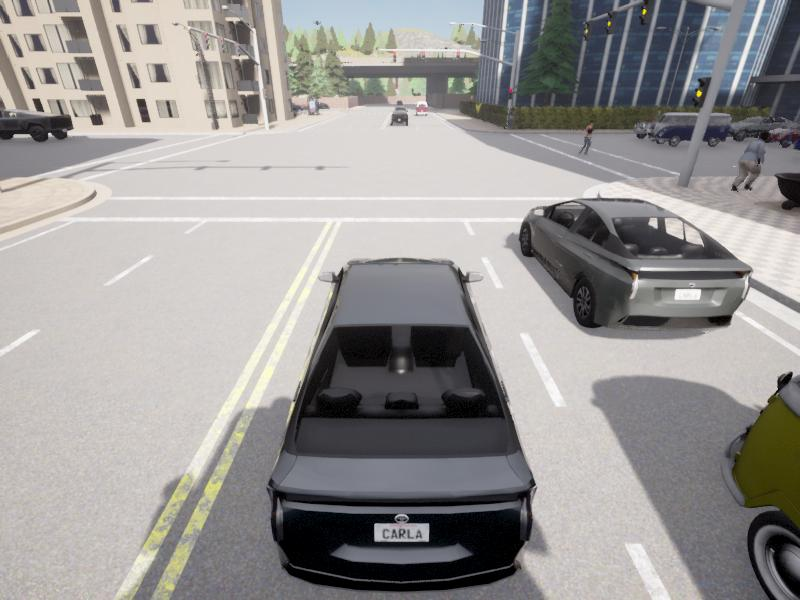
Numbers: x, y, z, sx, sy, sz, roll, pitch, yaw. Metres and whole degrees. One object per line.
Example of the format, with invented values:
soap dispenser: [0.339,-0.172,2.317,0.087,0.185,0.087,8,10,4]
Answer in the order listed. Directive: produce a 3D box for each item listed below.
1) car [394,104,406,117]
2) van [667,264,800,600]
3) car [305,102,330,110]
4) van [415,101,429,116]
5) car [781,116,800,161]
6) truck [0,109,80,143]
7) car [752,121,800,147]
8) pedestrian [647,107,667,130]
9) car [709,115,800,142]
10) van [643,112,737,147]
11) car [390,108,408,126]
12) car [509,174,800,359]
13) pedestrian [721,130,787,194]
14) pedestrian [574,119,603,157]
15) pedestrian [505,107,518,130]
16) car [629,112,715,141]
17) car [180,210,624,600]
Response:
car: [-0.005,-30.434,64.145,1.930,1.638,5.238,0,27,0]
van: [3.189,1.671,1.195,1.775,1.987,4.442,2,27,3]
car: [-17.781,-41.839,86.403,4.892,1.490,1.837,0,27,0]
van: [3.482,-30.997,64.810,2.069,2.038,4.480,0,27,0]
car: [23.337,-8.100,20.169,5.566,2.045,2.150,0,27,-1]
truck: [-27.517,-12.638,28.963,6.274,2.098,2.390,0,27,-1]
car: [26.461,-11.056,26.556,4.193,1.474,1.816,0,27,-1]
pedestrian: [23.087,-16.295,35.958,0.751,1.860,0.751,0,27,0]
car: [26.410,-12.719,29.637,5.027,1.651,2.152,0,27,-1]
van: [18.977,-11.248,26.371,4.442,1.987,1.775,0,27,0]
car: [-0.049,-21.163,46.075,1.930,1.638,5.238,0,27,0]
car: [3.508,-0.955,6.815,2.007,1.525,4.514,0,27,0]
pedestrian: [11.242,-4.398,12.772,0.751,1.860,0.751,-1,27,-2]
pedestrian: [10.126,-8.734,21.558,0.751,1.860,0.751,-7,28,-12]
pedestrian: [10.004,-16.262,35.896,0.751,1.860,0.751,9,29,17]
car: [19.961,-12.803,29.519,4.605,1.855,1.932,0,27,-1]
car: [0.009,0.405,4.167,2.007,1.525,4.514,0,27,0]
